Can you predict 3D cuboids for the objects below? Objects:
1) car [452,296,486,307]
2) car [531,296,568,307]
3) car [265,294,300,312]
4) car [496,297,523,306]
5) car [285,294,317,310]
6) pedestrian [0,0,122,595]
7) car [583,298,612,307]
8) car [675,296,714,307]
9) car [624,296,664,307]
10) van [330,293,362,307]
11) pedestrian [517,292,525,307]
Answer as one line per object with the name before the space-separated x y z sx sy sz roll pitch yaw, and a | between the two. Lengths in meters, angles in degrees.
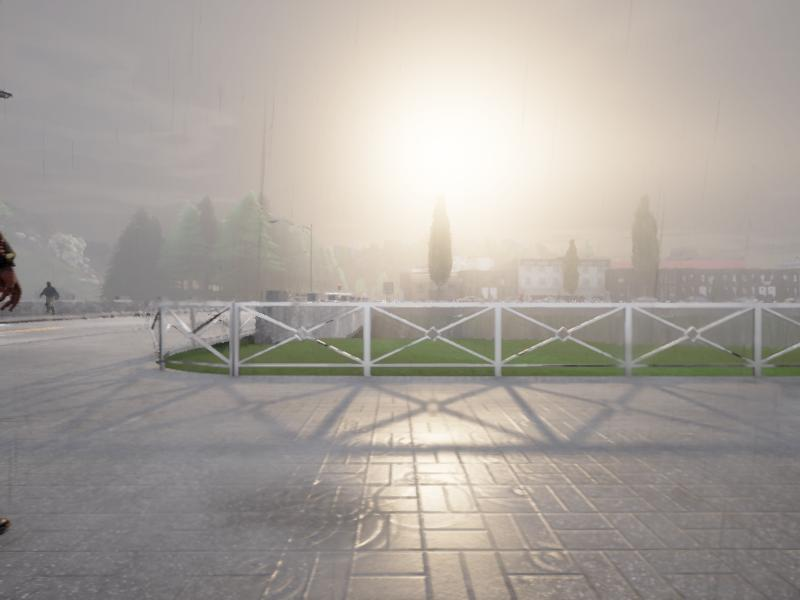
car | 11.058 0.202 64.406 5.027 1.651 2.152 0 0 0
car | 24.079 0.217 64.506 5.238 1.638 1.930 0 0 -1
car | -9.967 0.235 34.317 1.816 1.474 4.193 0 0 0
car | 17.634 0.287 64.457 3.806 1.475 1.970 0 0 -1
car | -10.013 0.207 40.917 2.038 1.542 4.974 0 0 -1
pedestrian | -1.531 -0.087 1.301 0.751 1.860 0.751 0 0 -4
car | 31.853 0.357 64.566 3.806 1.475 1.970 0 0 0
car | 47.610 0.259 64.688 4.856 1.649 2.033 0 0 0
car | 39.355 0.247 64.624 5.238 1.638 1.930 0 0 0
van | -8.347 -0.042 61.719 4.480 2.038 2.069 0 1 28
pedestrian | 15.678 -0.033 51.699 0.751 1.860 0.751 0 0 -1
